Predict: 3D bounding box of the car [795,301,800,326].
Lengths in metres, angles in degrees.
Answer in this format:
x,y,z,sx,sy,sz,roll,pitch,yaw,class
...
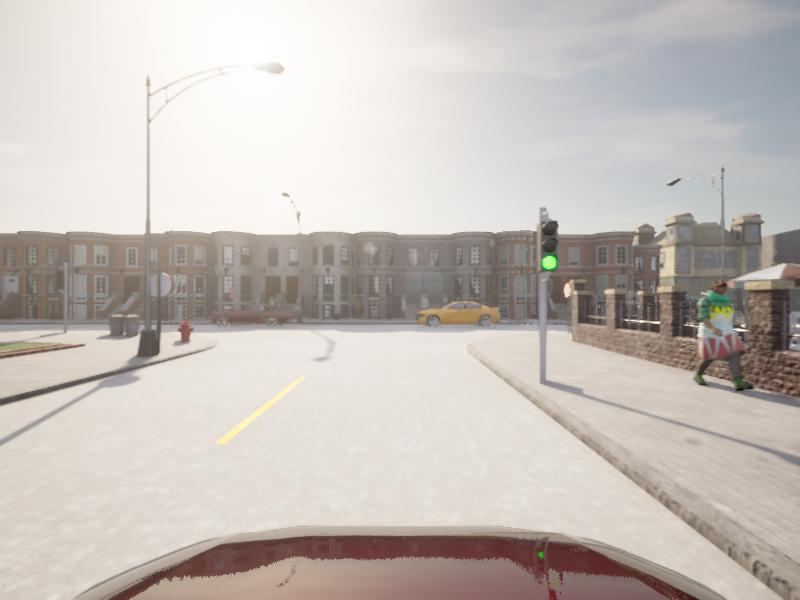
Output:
x,y,z,sx,sy,sz,roll,pitch,yaw,class
27.022,0.827,24.084,4.514,1.525,2.007,0,0,0,car

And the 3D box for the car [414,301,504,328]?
x,y,z,sx,sy,sz,roll,pitch,yaw,class
3.441,0.821,23.874,5.008,1.535,1.882,0,0,-5,car

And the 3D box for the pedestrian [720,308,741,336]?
x,y,z,sx,sy,sz,roll,pitch,yaw,class
13.544,0.903,16.386,0.500,1.100,0.500,0,0,14,pedestrian

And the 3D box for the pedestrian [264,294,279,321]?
x,y,z,sx,sy,sz,roll,pitch,yaw,class
-9.008,0.531,28.100,0.751,1.860,0.751,0,0,13,pedestrian

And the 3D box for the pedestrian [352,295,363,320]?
x,y,z,sx,sy,sz,roll,pitch,yaw,class
-3.134,0.531,29.685,0.751,1.860,0.751,0,0,0,pedestrian

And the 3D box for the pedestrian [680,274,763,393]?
x,y,z,sx,sy,sz,roll,pitch,yaw,class
5.283,0.524,6.620,0.751,1.860,0.751,0,0,-2,pedestrian

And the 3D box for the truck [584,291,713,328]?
x,y,z,sx,sy,sz,roll,pitch,yaw,class
14.778,0.541,24.107,6.274,2.098,2.390,0,0,0,truck

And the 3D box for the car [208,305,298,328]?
x,y,z,sx,sy,sz,roll,pitch,yaw,class
-8.776,0.942,24.096,4.718,1.301,1.895,0,0,0,car
